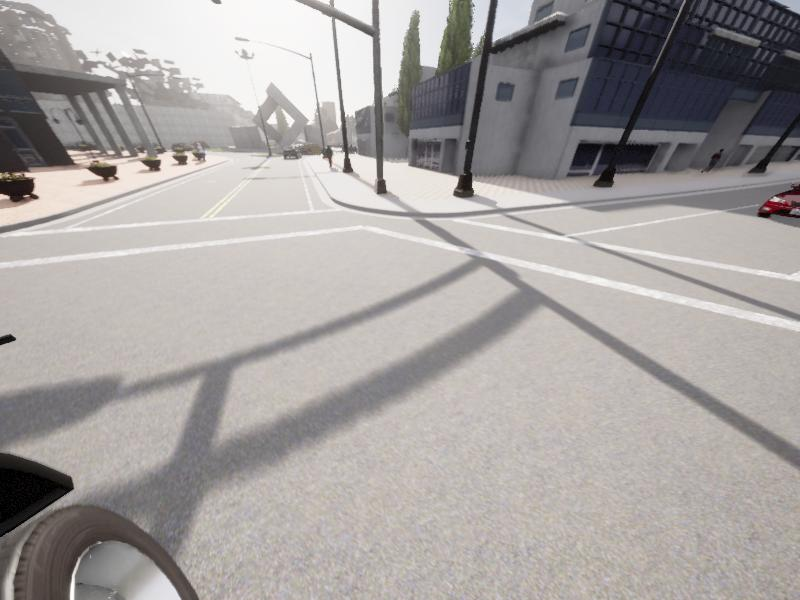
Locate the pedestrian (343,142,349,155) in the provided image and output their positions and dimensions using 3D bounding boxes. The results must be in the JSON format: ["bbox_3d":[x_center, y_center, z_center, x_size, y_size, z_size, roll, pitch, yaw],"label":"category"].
[{"bbox_3d":[-9.571,-26.879,41.039,0.751,1.860,0.751,7,35,8],"label":"pedestrian"}]

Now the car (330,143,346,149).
[{"bbox_3d":[-20.603,-51.246,76.885,4.611,1.667,2.242,10,36,13],"label":"car"}]

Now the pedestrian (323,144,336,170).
[{"bbox_3d":[-6.084,-12.394,20.005,0.751,1.860,0.751,-9,36,-14],"label":"pedestrian"}]

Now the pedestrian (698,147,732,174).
[{"bbox_3d":[26.837,-11.889,19.707,0.751,1.860,0.751,-12,37,-19],"label":"pedestrian"}]

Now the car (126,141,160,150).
[{"bbox_3d":[-62.322,-37.596,56.158,5.027,1.651,2.152,-18,39,-26],"label":"car"}]

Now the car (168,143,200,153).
[{"bbox_3d":[-43.729,-30.842,46.759,5.027,1.651,2.152,14,36,18],"label":"car"}]

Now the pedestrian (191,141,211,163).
[{"bbox_3d":[-20.589,-15.318,23.919,0.751,1.860,0.751,-12,36,-18],"label":"pedestrian"}]

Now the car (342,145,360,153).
[{"bbox_3d":[-11.181,-34.486,52.674,1.845,1.501,3.633,20,39,25],"label":"car"}]

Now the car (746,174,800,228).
[{"bbox_3d":[15.498,-3.639,8.332,4.193,1.474,1.816,-12,36,-18],"label":"car"}]

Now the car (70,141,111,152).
[{"bbox_3d":[-58.396,-29.052,43.630,3.988,1.617,1.851,-7,35,-11],"label":"car"}]

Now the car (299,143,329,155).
[{"bbox_3d":[-16.027,-28.310,43.260,4.605,1.855,1.932,-20,40,-27],"label":"car"}]

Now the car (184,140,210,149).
[{"bbox_3d":[-54.158,-41.472,61.609,2.097,1.767,4.553,27,42,32],"label":"car"}]

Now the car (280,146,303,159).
[{"bbox_3d":[-15.873,-21.770,34.068,1.837,1.490,4.892,-5,35,-8],"label":"car"}]
